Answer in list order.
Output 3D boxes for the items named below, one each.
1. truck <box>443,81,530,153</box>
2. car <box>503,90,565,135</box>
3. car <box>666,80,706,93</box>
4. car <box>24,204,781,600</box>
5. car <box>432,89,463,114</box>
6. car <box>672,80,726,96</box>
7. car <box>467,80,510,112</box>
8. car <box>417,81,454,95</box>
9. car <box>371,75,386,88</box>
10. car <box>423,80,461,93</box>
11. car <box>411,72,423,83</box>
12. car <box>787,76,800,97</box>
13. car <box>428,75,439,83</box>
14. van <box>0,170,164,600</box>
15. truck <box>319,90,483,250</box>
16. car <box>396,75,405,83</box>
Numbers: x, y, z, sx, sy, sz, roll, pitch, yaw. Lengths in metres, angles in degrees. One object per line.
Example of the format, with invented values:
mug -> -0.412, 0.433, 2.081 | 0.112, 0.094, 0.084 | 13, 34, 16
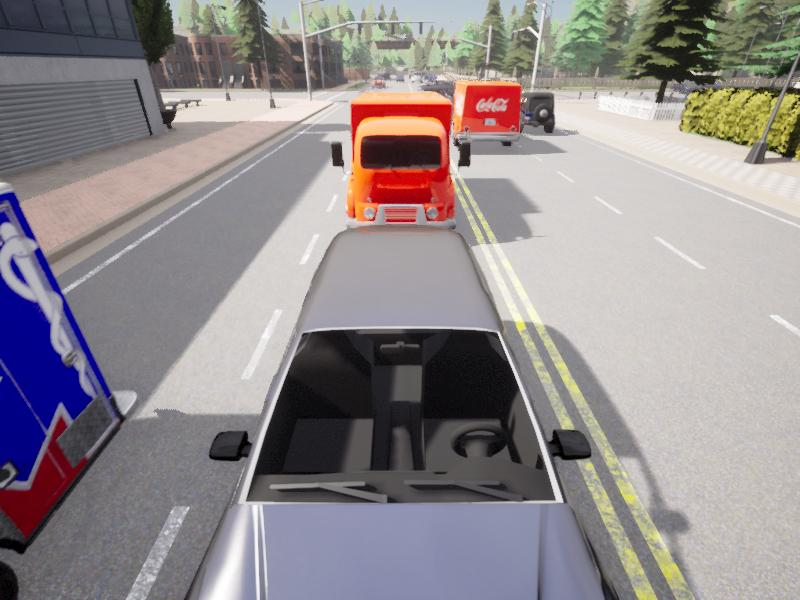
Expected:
truck -> 3.520, -8.261, 17.699 | 2.627, 2.467, 5.204 | 0, 30, 0
car -> 7.026, -10.131, 21.488 | 1.905, 1.878, 3.866 | 0, 29, 0
car -> 37.548, -28.121, 52.631 | 3.633, 1.501, 1.845 | 0, 30, 0
car -> 0.000, 0.768, 3.058 | 2.242, 1.667, 4.611 | 0, 30, 0
car -> 3.530, -15.135, 30.424 | 1.845, 1.501, 3.633 | 0, 30, 0
car -> 37.009, -26.342, 49.616 | 4.611, 1.667, 2.242 | 0, 30, 0
car -> 7.028, -16.593, 32.411 | 2.150, 2.045, 5.566 | 0, 30, 0
car -> 4.381, -26.404, 49.803 | 4.514, 1.525, 2.007 | 1, 30, 2
car -> -3.447, -35.653, 65.314 | 2.097, 1.767, 4.553 | 0, 30, 0
car -> 5.459, -28.160, 52.789 | 4.792, 1.488, 2.163 | 1, 30, 2
car -> 3.566, -47.165, 84.783 | 2.150, 2.045, 5.566 | 0, 30, 0
car -> 49.119, -24.787, 46.453 | 5.566, 2.045, 2.150 | 0, 30, 0
car -> 7.067, -47.406, 85.776 | 2.007, 1.525, 4.514 | 0, 30, 0
van -> -3.495, 1.782, 0.560 | 2.351, 2.431, 6.366 | 0, 30, 0
truck -> 0.014, -3.329, 9.269 | 2.627, 2.467, 5.204 | 0, 30, 0
car -> 0.068, -46.855, 84.802 | 1.816, 1.474, 4.193 | 0, 30, 0
